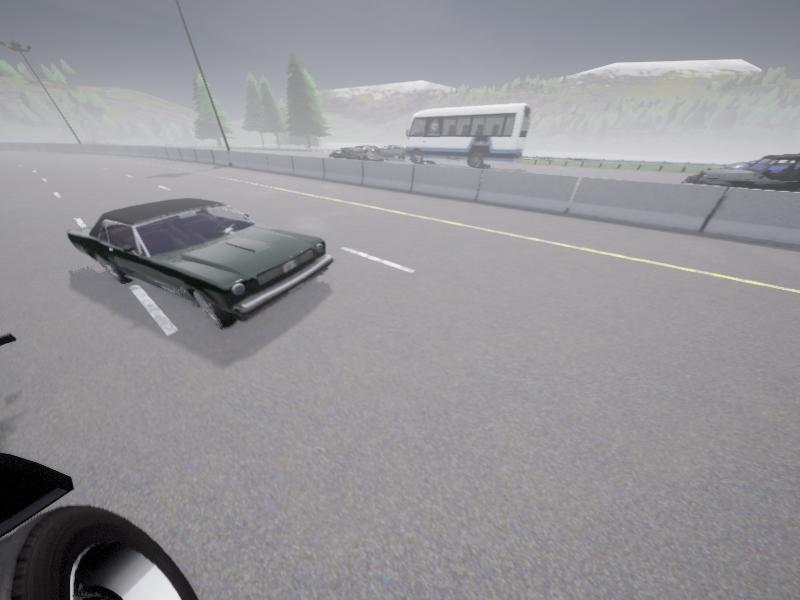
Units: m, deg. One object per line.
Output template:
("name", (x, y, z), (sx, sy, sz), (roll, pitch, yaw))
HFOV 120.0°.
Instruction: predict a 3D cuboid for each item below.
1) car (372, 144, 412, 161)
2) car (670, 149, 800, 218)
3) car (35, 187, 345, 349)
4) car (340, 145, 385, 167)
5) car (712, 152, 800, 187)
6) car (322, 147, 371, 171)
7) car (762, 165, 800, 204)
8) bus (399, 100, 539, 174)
("car", (-0.956, -17.895, 27.954), (4.514, 1.525, 2.007), (23, 41, 28))
("car", (13.619, -4.461, 8.698), (3.866, 1.878, 1.905), (23, 41, 28))
("car", (-3.588, -0.971, 4.133), (4.718, 1.301, 1.895), (15, 38, 20))
("car", (-3.595, -14.063, 22.429), (3.988, 1.617, 1.851), (23, 41, 28))
("car", (22.958, -7.853, 13.897), (4.514, 1.525, 2.007), (23, 41, 28))
("car", (-4.468, -11.918, 19.424), (3.705, 1.549, 1.789), (23, 41, 29))
("car", (19.100, -4.402, 9.174), (4.718, 1.301, 1.895), (23, 41, 28))
("bus", (5.225, -13.843, 19.890), (10.273, 4.253, 3.944), (23, 41, 29))
